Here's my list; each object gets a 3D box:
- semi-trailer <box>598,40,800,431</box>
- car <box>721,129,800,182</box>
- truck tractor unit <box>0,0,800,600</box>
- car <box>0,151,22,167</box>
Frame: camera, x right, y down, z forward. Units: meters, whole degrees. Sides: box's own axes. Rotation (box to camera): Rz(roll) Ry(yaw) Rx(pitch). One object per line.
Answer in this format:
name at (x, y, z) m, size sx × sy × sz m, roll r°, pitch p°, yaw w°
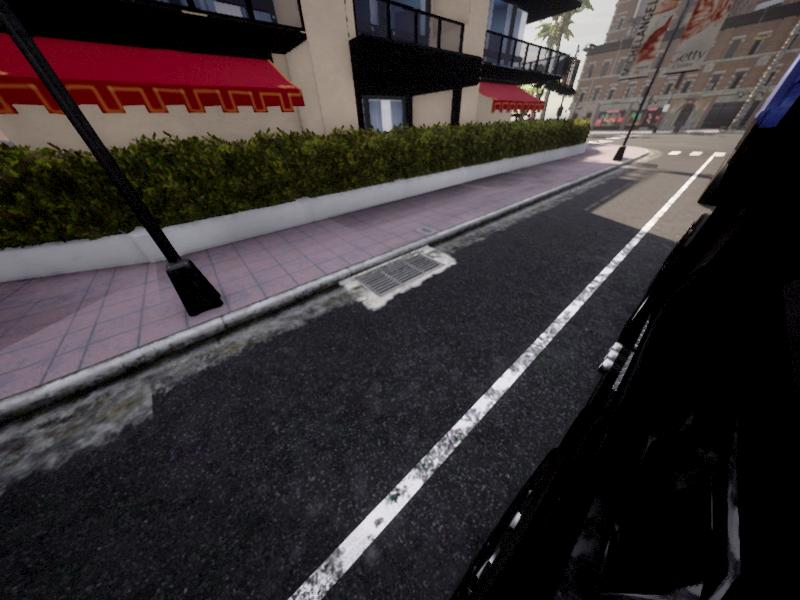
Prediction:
semi-trailer at (8.696, -3.612, 4.223) m, size 14.254 × 4.402 × 2.717 m, roll -28°, pitch 44°, yaw -30°
car at (16.115, -6.368, 9.960) m, size 5.357 × 1.411 × 2.033 m, roll -28°, pitch 44°, yaw -30°
truck tractor unit at (2.645, -0.295, 0.351) m, size 6.516 × 4.208 × 3.053 m, roll -28°, pitch 44°, yaw -30°
car at (-53.891, -18.979, 31.087) m, size 1.851 × 1.617 × 3.988 m, roll -28°, pitch 44°, yaw -30°
